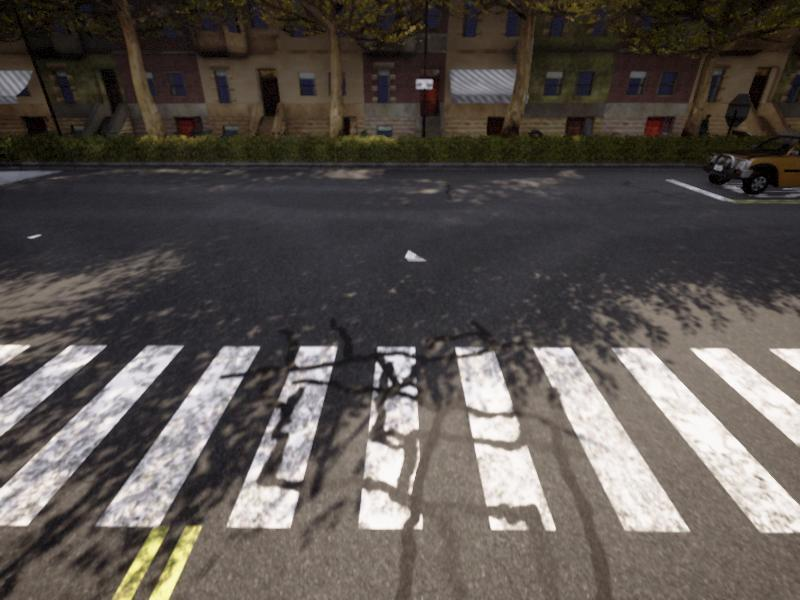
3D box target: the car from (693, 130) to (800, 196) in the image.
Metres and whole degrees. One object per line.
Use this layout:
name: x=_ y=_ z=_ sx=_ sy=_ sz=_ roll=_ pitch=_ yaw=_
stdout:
car: x=13.144 y=-4.672 z=13.515 sx=4.605 sy=1.855 sz=1.932 roll=0 pitch=27 yaw=1

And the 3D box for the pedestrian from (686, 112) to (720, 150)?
pedestrian: x=16.948 y=-9.450 z=22.385 sx=0.751 sy=1.860 sz=0.751 roll=0 pitch=27 yaw=0

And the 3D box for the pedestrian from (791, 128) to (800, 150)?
pedestrian: x=22.738 y=-9.314 z=22.104 sx=0.751 sy=1.860 sz=0.751 roll=-1 pitch=27 yaw=-2
